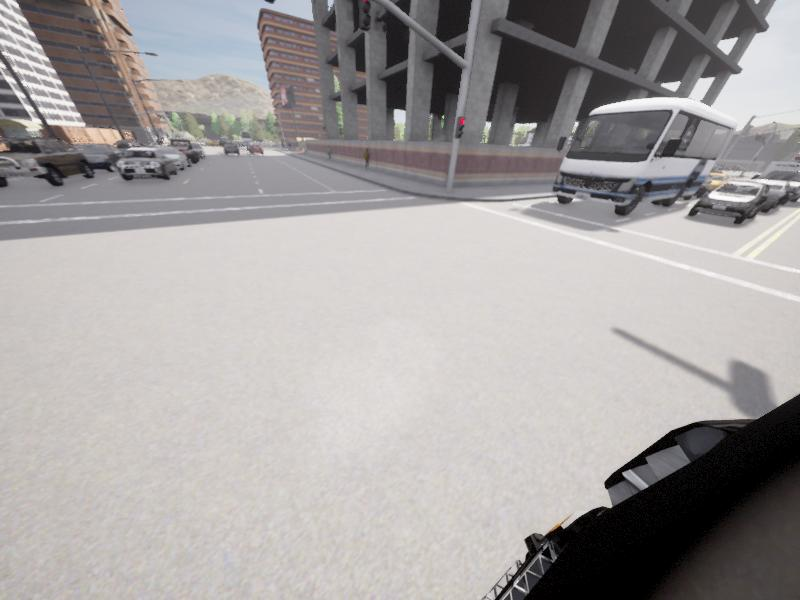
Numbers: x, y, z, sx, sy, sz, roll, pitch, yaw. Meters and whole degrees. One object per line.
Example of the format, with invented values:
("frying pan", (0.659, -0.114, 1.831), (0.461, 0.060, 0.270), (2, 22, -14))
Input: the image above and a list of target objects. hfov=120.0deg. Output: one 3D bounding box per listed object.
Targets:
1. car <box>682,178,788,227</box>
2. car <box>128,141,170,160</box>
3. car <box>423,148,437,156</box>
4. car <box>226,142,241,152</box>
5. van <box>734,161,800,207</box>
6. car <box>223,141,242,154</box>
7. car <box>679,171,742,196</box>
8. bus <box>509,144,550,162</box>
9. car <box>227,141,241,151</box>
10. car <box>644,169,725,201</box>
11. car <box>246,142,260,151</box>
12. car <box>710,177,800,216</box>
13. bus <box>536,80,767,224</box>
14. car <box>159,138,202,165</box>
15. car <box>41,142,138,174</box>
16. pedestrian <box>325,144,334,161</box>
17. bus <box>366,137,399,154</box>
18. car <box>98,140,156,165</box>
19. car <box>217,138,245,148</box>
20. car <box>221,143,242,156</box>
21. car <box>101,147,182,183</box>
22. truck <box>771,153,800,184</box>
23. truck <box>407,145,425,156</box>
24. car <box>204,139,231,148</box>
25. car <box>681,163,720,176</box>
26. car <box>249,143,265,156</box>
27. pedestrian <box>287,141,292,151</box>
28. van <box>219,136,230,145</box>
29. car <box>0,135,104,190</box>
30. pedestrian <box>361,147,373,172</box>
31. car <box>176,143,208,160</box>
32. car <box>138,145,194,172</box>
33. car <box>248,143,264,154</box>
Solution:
("car", (15.436, -4.623, 10.692), (3.705, 1.549, 1.789), (-16, 38, -26))
("car", (-26.206, -15.738, 24.285), (1.816, 1.474, 4.193), (-16, 38, -26))
("car", (9.000, -44.660, 69.800), (1.932, 1.855, 4.605), (-16, 38, -26))
("car", (-31.953, -29.439, 44.412), (2.007, 1.525, 4.514), (-16, 38, -26))
("van", (27.584, -8.448, 16.593), (6.366, 2.431, 2.351), (-16, 38, -26))
("car", (-28.562, -26.049, 39.481), (2.033, 1.649, 4.856), (-16, 38, -26))
("car", (26.279, -9.966, 19.542), (5.366, 1.575, 1.801), (-16, 38, -26))
("bus", (40.990, -47.061, 73.968), (3.944, 4.253, 10.273), (-16, 38, -26))
("car", (-35.163, -32.679, 49.065), (2.007, 1.525, 4.514), (-16, 38, -26))
("car", (20.158, -8.257, 16.418), (4.611, 1.667, 2.242), (-16, 38, -26))
("car", (-33.621, -35.063, 52.737), (2.242, 1.667, 4.611), (-16, 38, -26))
("car", (20.993, -6.190, 13.516), (4.902, 1.511, 2.128), (-16, 38, -26))
("bus", (12.610, -7.084, 11.738), (10.273, 4.253, 3.944), (-16, 38, -26))
("car", (-20.378, -13.943, 21.655), (1.905, 1.878, 3.866), (-16, 38, -26))
("car", (-19.986, -9.439, 15.279), (2.163, 1.488, 4.792), (-16, 38, -26))
("pedestrian", (-9.374, -19.581, 30.695), (0.751, 1.860, 0.751), (-14, 37, -24))
("bus", (-6.026, -53.260, 79.778), (10.273, 4.253, 3.944), (-16, 38, -26))
("car", (-23.164, -12.708, 19.840), (1.851, 1.617, 3.988), (-16, 38, -26))
("car", (-44.449, -41.421, 61.016), (5.566, 2.045, 2.150), (-16, 38, -26))
("car", (-25.239, -22.631, 34.698), (2.128, 1.511, 4.902), (-16, 38, -26))
("car", (-14.568, -7.889, 13.369), (1.970, 1.475, 3.806), (-15, 38, -25))
("truck", (60.785, -18.436, 32.859), (2.891, 3.827, 8.468), (11, 35, 12))
("truck", (4.643, -43.600, 67.395), (2.615, 2.467, 5.204), (-16, 38, -26))
("car", (-49.061, -42.149, 62.205), (5.366, 1.575, 1.801), (-16, 38, -26))
("car", (58.181, -25.380, 44.828), (1.905, 1.878, 3.866), (-16, 38, -26))
("car", (-23.929, -25.252, 38.704), (1.789, 1.549, 3.705), (-16, 38, -26))
("pedestrian", (-26.790, -37.348, 56.089), (0.751, 1.860, 0.751), (-15, 38, -25))
("van", (-60.876, -55.270, 80.100), (1.988, 2.561, 5.915), (-16, 38, -26))
("car", (-16.914, -6.544, 10.800), (1.932, 1.855, 4.605), (-14, 37, -24))
("pedestrian", (-2.958, -12.666, 20.788), (0.751, 1.860, 0.751), (-13, 37, -23))
("car", (-23.533, -16.967, 26.322), (1.837, 1.490, 4.892), (-15, 38, -25))
("car", (-17.395, -10.724, 17.446), (1.812, 1.442, 4.674), (-16, 38, -26))
("car", (-26.776, -28.103, 42.845), (1.970, 1.475, 3.806), (-16, 38, -26))
